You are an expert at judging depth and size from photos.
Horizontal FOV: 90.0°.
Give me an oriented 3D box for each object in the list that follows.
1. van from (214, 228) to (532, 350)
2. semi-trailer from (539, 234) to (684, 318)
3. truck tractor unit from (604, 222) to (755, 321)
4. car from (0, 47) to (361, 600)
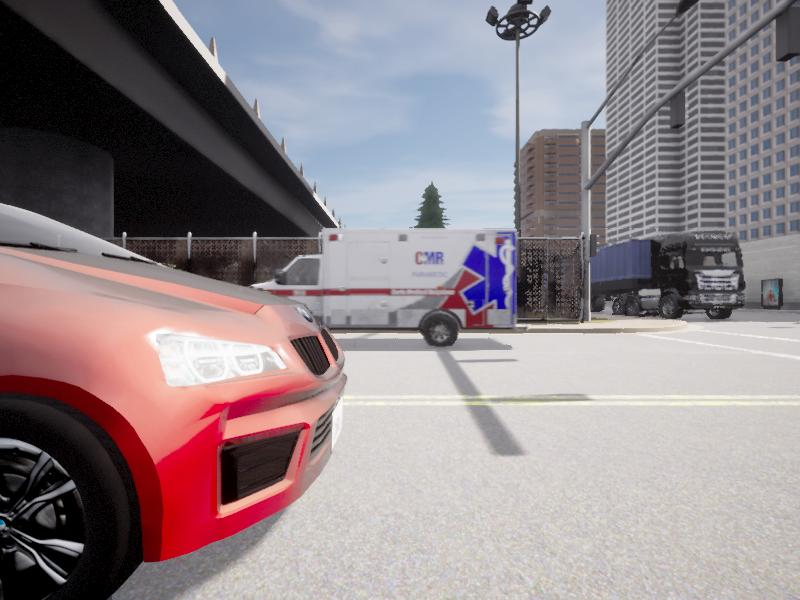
[{"bbox_3d":[-0.543,-0.222,9.202,6.366,2.431,2.351,0,0,0],"label":"van"},{"bbox_3d":[13.574,-1.276,28.159,2.717,4.402,14.254,0,0,0],"label":"semi-trailer"},{"bbox_3d":[13.552,-1.178,20.248,3.053,4.208,6.516,0,0,0],"label":"truck tractor unit"},{"bbox_3d":[-2.621,0.156,2.179,4.611,1.667,2.242,0,0,0],"label":"car"}]
